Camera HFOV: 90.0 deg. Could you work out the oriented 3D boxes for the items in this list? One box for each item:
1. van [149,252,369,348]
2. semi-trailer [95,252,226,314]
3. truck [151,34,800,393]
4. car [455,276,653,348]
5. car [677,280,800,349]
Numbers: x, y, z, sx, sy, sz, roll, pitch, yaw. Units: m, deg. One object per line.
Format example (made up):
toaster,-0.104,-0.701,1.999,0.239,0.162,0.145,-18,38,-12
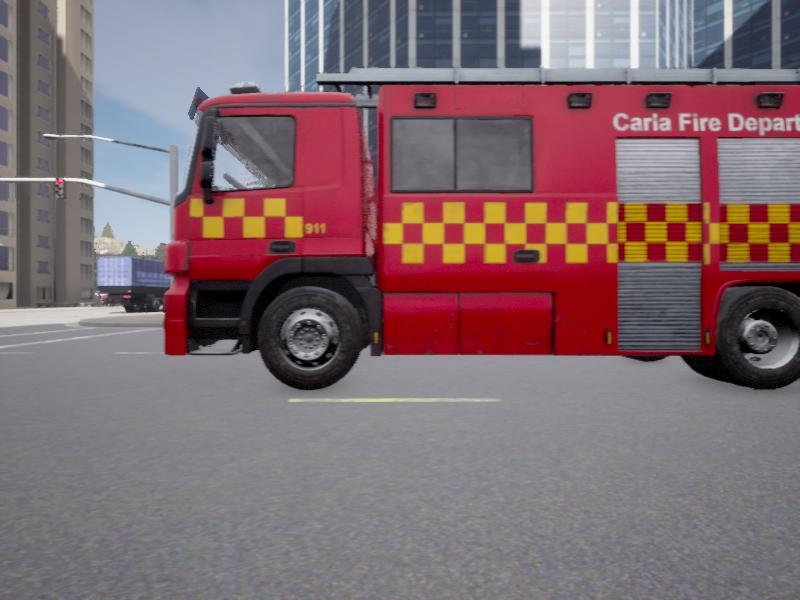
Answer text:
van,-2.996,0.000,9.199,4.442,1.987,1.775,0,0,0
semi-trailer,-20.159,-1.210,35.597,2.717,4.402,14.254,0,0,2
truck,1.586,-0.921,5.707,8.468,3.827,2.891,0,0,0
car,3.301,0.253,9.199,3.806,1.475,1.970,0,0,0
car,9.757,0.292,9.203,5.357,1.411,2.033,0,0,0
